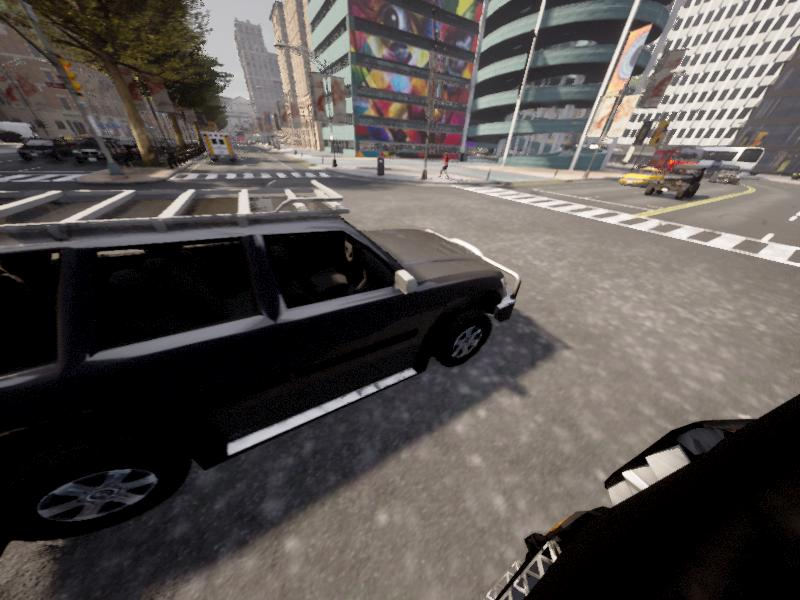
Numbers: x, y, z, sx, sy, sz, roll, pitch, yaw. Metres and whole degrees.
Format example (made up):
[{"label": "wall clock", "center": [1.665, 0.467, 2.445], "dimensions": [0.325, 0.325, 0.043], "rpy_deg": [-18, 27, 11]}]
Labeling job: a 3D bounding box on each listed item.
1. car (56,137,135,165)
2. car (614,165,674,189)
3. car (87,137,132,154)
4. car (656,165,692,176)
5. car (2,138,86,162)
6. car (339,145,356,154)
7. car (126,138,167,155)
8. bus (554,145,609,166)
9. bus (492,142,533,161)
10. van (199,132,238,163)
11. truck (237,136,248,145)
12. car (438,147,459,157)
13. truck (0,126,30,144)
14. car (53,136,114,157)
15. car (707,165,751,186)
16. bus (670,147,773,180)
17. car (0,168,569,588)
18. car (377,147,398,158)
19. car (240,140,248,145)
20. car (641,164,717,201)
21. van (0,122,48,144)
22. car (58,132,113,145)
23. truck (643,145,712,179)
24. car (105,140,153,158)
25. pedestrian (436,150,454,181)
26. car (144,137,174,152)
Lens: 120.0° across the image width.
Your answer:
[{"label": "car", "center": [-24.047, -12.058, 18.589], "dimensions": [2.242, 1.667, 4.611], "rpy_deg": [-16, 38, -26]}, {"label": "car", "center": [21.772, -10.988, 20.584], "dimensions": [5.366, 1.575, 1.801], "rpy_deg": [-16, 38, -26]}, {"label": "car", "center": [-34.677, -18.613, 27.723], "dimensions": [1.837, 1.490, 4.892], "rpy_deg": [-16, 38, -26]}, {"label": "car", "center": [47.544, -22.674, 40.261], "dimensions": [1.895, 1.301, 4.718], "rpy_deg": [12, 35, 13]}, {"label": "car", "center": [-27.979, -12.034, 18.456], "dimensions": [1.812, 1.442, 4.674], "rpy_deg": [-16, 38, -26]}, {"label": "car", "center": [-12.049, -34.222, 52.611], "dimensions": [2.161, 1.482, 4.786], "rpy_deg": [-16, 38, -26]}, {"label": "car", "center": [-31.048, -18.925, 28.451], "dimensions": [2.128, 1.511, 4.902], "rpy_deg": [-16, 38, -26]}, {"label": "bus", "center": [48.774, -39.339, 62.583], "dimensions": [3.944, 4.253, 10.273], "rpy_deg": [-14, 37, -23]}, {"label": "bus", "center": [34.501, -46.183, 71.711], "dimensions": [3.944, 4.253, 10.273], "rpy_deg": [-16, 38, -26]}, {"label": "van", "center": [-19.120, -16.353, 24.700], "dimensions": [2.351, 2.431, 6.366], "rpy_deg": [-16, 38, -26]}, {"label": "truck", "center": [-57.268, -58.051, 84.009], "dimensions": [2.627, 2.467, 5.204], "rpy_deg": [-16, 38, -26]}, {"label": "car", "center": [13.724, -42.276, 65.922], "dimensions": [2.435, 2.045, 5.566], "rpy_deg": [-16, 38, -26]}, {"label": "truck", "center": [-58.801, -23.506, 32.638], "dimensions": [6.274, 2.098, 2.390], "rpy_deg": [-17, 39, -27]}, {"label": "car", "center": [-31.360, -15.372, 23.108], "dimensions": [2.007, 1.525, 4.514], "rpy_deg": [-16, 38, -26]}, {"label": "car", "center": [38.158, -14.594, 26.945], "dimensions": [1.905, 1.878, 3.866], "rpy_deg": [30, 42, 34]}, {"label": "bus", "center": [54.975, -24.192, 40.438], "dimensions": [3.944, 4.253, 10.273], "rpy_deg": [7, 34, 7]}, {"label": "car", "center": [-0.993, -0.087, 2.278], "dimensions": [4.605, 1.855, 1.932], "rpy_deg": [-14, 37, -26]}, {"label": "car", "center": [-2.653, -29.510, 46.221], "dimensions": [2.128, 1.511, 4.902], "rpy_deg": [-16, 38, -26]}, {"label": "car", "center": [-53.254, -53.558, 78.663], "dimensions": [1.895, 1.301, 4.718], "rpy_deg": [-16, 38, -26]}, {"label": "car", "center": [18.794, -8.006, 15.622], "dimensions": [3.866, 1.878, 1.905], "rpy_deg": [-17, 38, -27]}, {"label": "van", "center": [-60.056, -25.637, 35.329], "dimensions": [5.915, 2.561, 1.988], "rpy_deg": [-18, 39, -28]}, {"label": "car", "center": [-53.575, -27.536, 39.522], "dimensions": [1.801, 1.575, 5.366], "rpy_deg": [27, 41, 32]}, {"label": "truck", "center": [41.766, -21.220, 35.378], "dimensions": [2.891, 3.827, 8.468], "rpy_deg": [17, 36, 20]}, {"label": "car", "center": [-27.700, -15.542, 23.785], "dimensions": [1.994, 1.385, 4.181], "rpy_deg": [-16, 38, -26]}, {"label": "pedestrian", "center": [3.224, -9.735, 16.722], "dimensions": [0.751, 1.860, 0.751], "rpy_deg": [24, 39, 29]}, {"label": "car", "center": [-34.387, -22.275, 33.112], "dimensions": [1.851, 1.617, 3.988], "rpy_deg": [-16, 38, -26]}]
